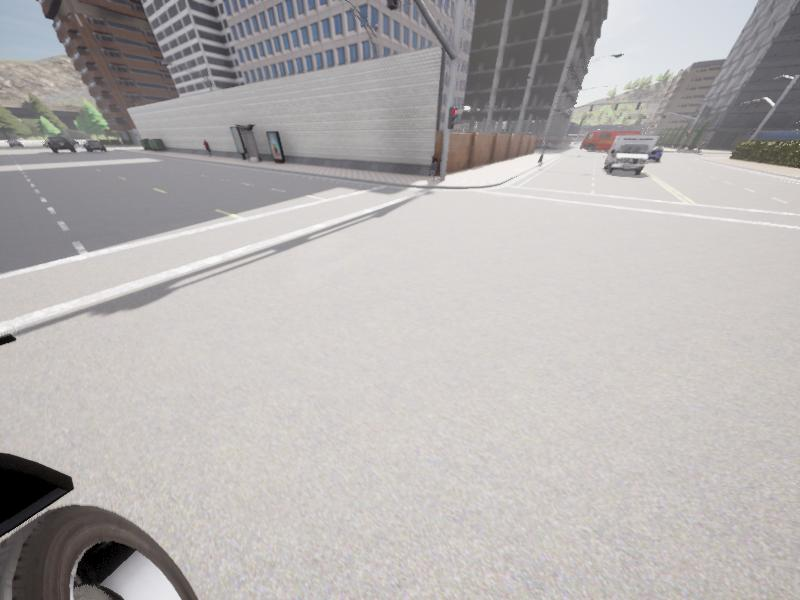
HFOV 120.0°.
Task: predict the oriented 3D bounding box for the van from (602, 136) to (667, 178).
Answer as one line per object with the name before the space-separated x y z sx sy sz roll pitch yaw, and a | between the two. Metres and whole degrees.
van | 18.211 -11.576 18.394 2.351 2.431 6.366 22 41 28

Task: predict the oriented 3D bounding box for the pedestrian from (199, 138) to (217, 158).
pedestrian | -21.769 -17.195 26.167 0.751 1.860 0.751 25 42 30

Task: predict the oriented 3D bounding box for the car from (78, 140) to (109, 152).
car | -51.108 -25.735 38.560 4.856 1.649 2.033 22 41 28

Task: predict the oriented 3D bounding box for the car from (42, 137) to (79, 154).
car | -53.176 -24.278 36.132 5.566 2.045 2.150 22 41 28

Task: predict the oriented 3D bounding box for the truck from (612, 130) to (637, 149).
truck | 58.806 -42.047 60.651 2.891 3.827 8.468 22 41 28

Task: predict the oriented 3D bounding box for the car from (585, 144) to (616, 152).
car | 42.033 -32.099 48.624 4.718 1.301 1.895 21 40 27

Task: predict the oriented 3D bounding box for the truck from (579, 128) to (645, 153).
truck | 40.845 -31.170 45.107 8.468 3.827 2.891 21 40 27

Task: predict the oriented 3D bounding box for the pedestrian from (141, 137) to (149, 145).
pedestrian | -68.024 -42.388 61.649 0.751 1.860 0.751 -23 42 -30

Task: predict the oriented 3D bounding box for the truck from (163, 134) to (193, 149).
truck | -46.953 -33.581 48.851 5.204 2.467 2.615 22 41 28

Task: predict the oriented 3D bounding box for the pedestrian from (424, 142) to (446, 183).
pedestrian | 1.895 -7.491 12.581 0.751 1.860 0.751 19 39 24
